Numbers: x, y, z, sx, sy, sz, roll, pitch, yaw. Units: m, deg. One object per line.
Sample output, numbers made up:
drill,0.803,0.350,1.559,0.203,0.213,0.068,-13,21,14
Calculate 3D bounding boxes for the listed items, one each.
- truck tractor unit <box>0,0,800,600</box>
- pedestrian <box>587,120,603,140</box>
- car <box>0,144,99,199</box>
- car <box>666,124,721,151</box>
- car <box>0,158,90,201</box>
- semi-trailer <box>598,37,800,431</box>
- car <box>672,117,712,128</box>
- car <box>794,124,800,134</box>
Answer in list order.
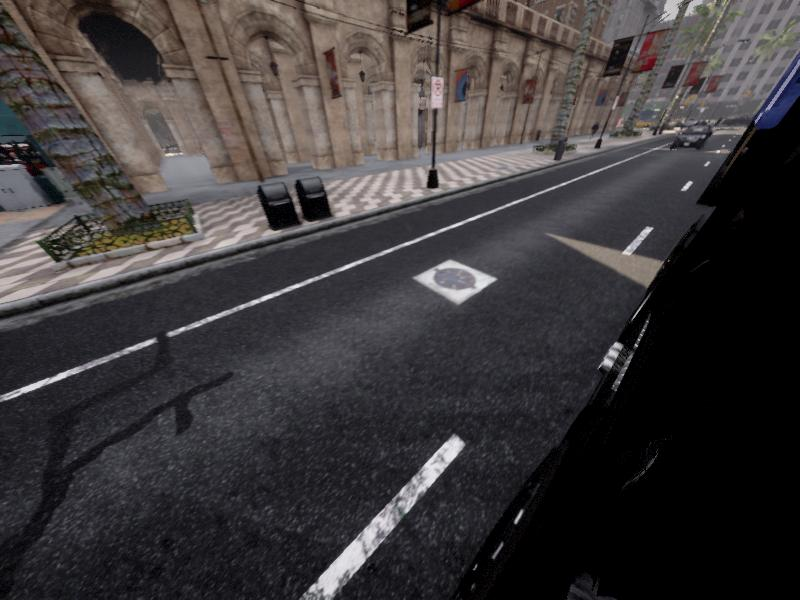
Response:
truck tractor unit,2.645,-0.295,0.351,6.516,4.208,3.053,-28,44,-30
pedestrian,23.334,-20.347,27.676,0.751,1.860,0.751,-28,43,-30
car,-20.441,-6.561,11.870,5.566,2.045,2.435,-28,43,-30
car,22.343,-12.394,17.592,3.633,1.501,1.845,-28,43,-30
car,-20.380,-6.270,12.132,4.514,1.523,2.007,-28,43,-30
semi-trailer,8.693,-3.604,4.238,14.254,4.402,2.717,-28,43,-30
car,61.246,-37.300,48.537,2.038,1.542,4.974,-32,45,-33
car,46.389,-19.608,25.604,4.856,1.649,2.033,-28,43,-29
